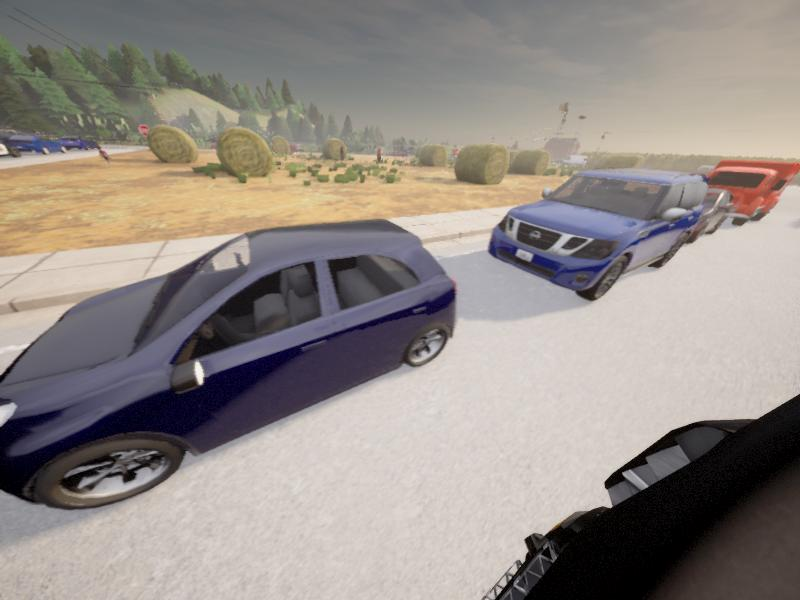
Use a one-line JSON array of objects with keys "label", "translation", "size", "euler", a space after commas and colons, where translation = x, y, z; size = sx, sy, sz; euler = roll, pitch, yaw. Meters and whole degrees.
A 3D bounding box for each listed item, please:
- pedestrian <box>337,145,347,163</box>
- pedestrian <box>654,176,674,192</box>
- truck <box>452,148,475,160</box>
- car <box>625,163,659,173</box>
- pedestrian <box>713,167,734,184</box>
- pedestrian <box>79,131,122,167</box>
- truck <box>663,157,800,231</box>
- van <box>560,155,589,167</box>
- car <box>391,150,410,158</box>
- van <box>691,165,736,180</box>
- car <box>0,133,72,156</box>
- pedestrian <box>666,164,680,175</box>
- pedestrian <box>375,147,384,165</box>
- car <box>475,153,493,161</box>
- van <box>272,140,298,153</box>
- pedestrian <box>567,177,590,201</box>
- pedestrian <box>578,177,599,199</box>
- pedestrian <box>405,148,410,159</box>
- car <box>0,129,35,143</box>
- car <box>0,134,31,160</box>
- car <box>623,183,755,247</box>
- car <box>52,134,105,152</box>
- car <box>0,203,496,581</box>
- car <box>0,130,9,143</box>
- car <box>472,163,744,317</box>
[{"label": "pedestrian", "translation": [-6.975, -17.624, 27.903], "size": [0.751, 1.860, 0.751], "euler": [8, 34, 7]}, {"label": "pedestrian", "translation": [21.326, -9.371, 18.655], "size": [0.500, 1.100, 0.500], "euler": [-12, 36, -21]}, {"label": "truck", "translation": [17.363, -39.979, 63.447], "size": [5.204, 2.467, 2.627], "euler": [-13, 37, -24]}, {"label": "car", "translation": [57.049, -31.120, 54.508], "size": [2.038, 1.542, 4.974], "euler": [-15, 38, -26]}, {"label": "pedestrian", "translation": [42.666, -16.459, 30.509], "size": [0.751, 1.860, 0.751], "euler": [-19, 39, -30]}, {"label": "pedestrian", "translation": [-19.352, -9.745, 14.977], "size": [0.751, 1.860, 0.751], "euler": [-7, 35, -15]}, {"label": "truck", "translation": [15.983, -5.187, 10.964], "size": [5.204, 2.467, 2.627], "euler": [-16, 38, -26]}, {"label": "van", "translation": [49.326, -39.477, 65.461], "size": [1.988, 2.561, 5.915], "euler": [-14, 37, -25]}, {"label": "car", "translation": [0.207, -35.498, 56.103], "size": [4.193, 1.474, 1.816], "euler": [-13, 37, -23]}, {"label": "van", "translation": [59.944, -24.479, 44.303], "size": [2.069, 2.038, 4.480], "euler": [-15, 38, -26]}, {"label": "car", "translation": [-33.704, -14.439, 21.433], "size": [1.882, 1.535, 5.008], "euler": [-15, 38, -26]}, {"label": "pedestrian", "translation": [52.309, -25.022, 44.243], "size": [0.751, 1.860, 0.751], "euler": [-13, 37, -23]}, {"label": "pedestrian", "translation": [-2.519, -17.608, 28.270], "size": [0.751, 1.860, 0.751], "euler": [18, 36, 21]}, {"label": "car", "translation": [24.317, -41.349, 66.737], "size": [4.553, 1.767, 2.097], "euler": [-13, 37, -23]}, {"label": "van", "translation": [-24.101, -32.107, 48.402], "size": [4.442, 1.987, 1.775], "euler": [-14, 37, -23]}, {"label": "pedestrian", "translation": [9.919, -6.176, 12.844], "size": [0.500, 1.100, 0.500], "euler": [10, 34, 10]}, {"label": "pedestrian", "translation": [10.995, -6.520, 13.460], "size": [0.500, 1.100, 0.500], "euler": [28, 41, 32]}, {"label": "pedestrian", "translation": [1.498, -30.866, 48.577], "size": [0.751, 1.860, 0.751], "euler": [11, 34, 12]}, {"label": "car", "translation": [-57.479, -23.963, 33.708], "size": [3.806, 1.475, 1.970], "euler": [-13, 37, -23]}, {"label": "car", "translation": [-30.381, -11.030, 16.598], "size": [2.038, 1.542, 4.974], "euler": [-15, 38, -26]}, {"label": "car", "translation": [10.355, -3.205, 8.319], "size": [3.705, 1.549, 1.789], "euler": [-16, 38, -27]}, {"label": "car", "translation": [-37.780, -18.603, 27.355], "size": [2.007, 1.525, 4.514], "euler": [-15, 38, -26]}, {"label": "car", "translation": [-1.195, 0.092, 2.356], "size": [3.633, 1.501, 1.845], "euler": [-16, 38, -26]}, {"label": "car", "translation": [-56.875, -21.939, 30.639], "size": [4.514, 1.525, 2.007], "euler": [-12, 37, -22]}, {"label": "car", "translation": [4.660, -1.778, 5.225], "size": [5.566, 2.045, 2.150], "euler": [-16, 38, -26]}]
